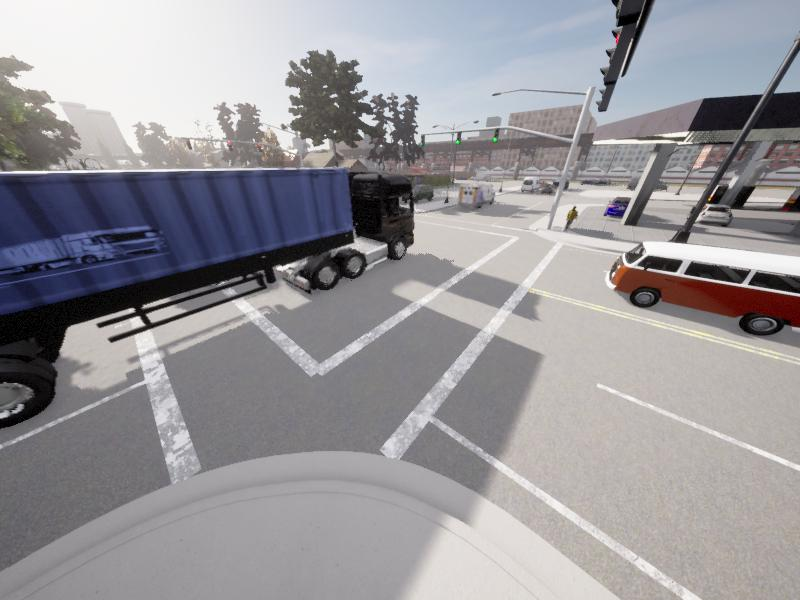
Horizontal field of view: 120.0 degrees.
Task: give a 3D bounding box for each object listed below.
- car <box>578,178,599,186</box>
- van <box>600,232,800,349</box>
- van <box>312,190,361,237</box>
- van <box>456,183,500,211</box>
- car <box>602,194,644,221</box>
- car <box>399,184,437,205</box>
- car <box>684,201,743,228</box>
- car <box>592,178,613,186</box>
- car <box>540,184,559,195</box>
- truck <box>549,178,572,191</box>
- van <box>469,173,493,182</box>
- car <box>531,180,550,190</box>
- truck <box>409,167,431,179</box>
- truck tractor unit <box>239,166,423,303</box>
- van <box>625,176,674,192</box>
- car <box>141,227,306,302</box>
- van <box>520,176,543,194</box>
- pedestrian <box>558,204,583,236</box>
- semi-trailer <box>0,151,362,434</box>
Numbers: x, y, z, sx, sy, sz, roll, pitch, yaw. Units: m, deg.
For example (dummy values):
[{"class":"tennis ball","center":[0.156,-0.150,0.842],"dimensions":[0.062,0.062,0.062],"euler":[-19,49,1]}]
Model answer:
[{"class":"car","center":[47.650,-29.866,58.566],"dimensions":[3.705,1.549,1.789],"euler":[23,37,34]},{"class":"van","center":[9.670,-0.596,7.398],"dimensions":[4.480,2.038,2.069],"euler":[21,36,32]},{"class":"van","center":[-4.680,-7.074,18.231],"dimensions":[2.351,2.431,6.366],"euler":[-1,30,-3]},{"class":"van","center":[9.332,-12.406,27.465],"dimensions":[2.351,2.431,6.366],"euler":[22,37,34]},{"class":"car","center":[21.088,-8.924,21.955],"dimensions":[2.242,1.667,4.611],"euler":[23,37,34]},{"class":"car","center":[2.478,-14.378,31.260],"dimensions":[2.150,2.045,5.566],"euler":[23,37,34]},{"class":"car","center":[25.999,-7.245,19.370],"dimensions":[1.970,1.475,3.806],"euler":[23,37,34]},{"class":"car","center":[52.021,-30.321,59.356],"dimensions":[3.633,1.501,1.845],"euler":[23,37,34]},{"class":"car","center":[26.519,-19.648,40.908],"dimensions":[1.845,1.501,3.633],"euler":[22,37,34]},{"class":"truck","center":[33.066,-23.815,47.556],"dimensions":[2.390,2.098,6.274],"euler":[23,37,34]},{"class":"van","center":[25.897,-39.323,74.079],"dimensions":[6.366,2.431,2.351],"euler":[23,37,34]},{"class":"car","center":[29.896,-24.471,49.169],"dimensions":[2.152,1.651,5.027],"euler":[23,37,34]},{"class":"truck","center":[7.667,-49.904,90.814],"dimensions":[8.468,3.827,2.891],"euler":[23,37,33]},{"class":"truck tractor unit","center":[-2.206,-3.480,10.209],"dimensions":[3.053,4.208,6.516],"euler":[23,37,34]},{"class":"van","center":[48.934,-22.909,45.547],"dimensions":[5.915,2.561,1.988],"euler":[23,37,34]},{"class":"car","center":[-7.320,-1.907,10.314],"dimensions":[2.033,1.411,5.357],"euler":[22,37,34]},{"class":"van","center":[24.913,-21.855,43.722],"dimensions":[1.988,2.561,5.915],"euler":[22,37,34]},{"class":"pedestrian","center":[11.475,-5.417,15.581],"dimensions":[0.751,1.860,0.751],"euler":[26,39,37]},{"class":"semi-trailer","center":[-7.259,-0.519,4.888],"dimensions":[2.717,4.402,14.254],"euler":[23,37,34]}]
